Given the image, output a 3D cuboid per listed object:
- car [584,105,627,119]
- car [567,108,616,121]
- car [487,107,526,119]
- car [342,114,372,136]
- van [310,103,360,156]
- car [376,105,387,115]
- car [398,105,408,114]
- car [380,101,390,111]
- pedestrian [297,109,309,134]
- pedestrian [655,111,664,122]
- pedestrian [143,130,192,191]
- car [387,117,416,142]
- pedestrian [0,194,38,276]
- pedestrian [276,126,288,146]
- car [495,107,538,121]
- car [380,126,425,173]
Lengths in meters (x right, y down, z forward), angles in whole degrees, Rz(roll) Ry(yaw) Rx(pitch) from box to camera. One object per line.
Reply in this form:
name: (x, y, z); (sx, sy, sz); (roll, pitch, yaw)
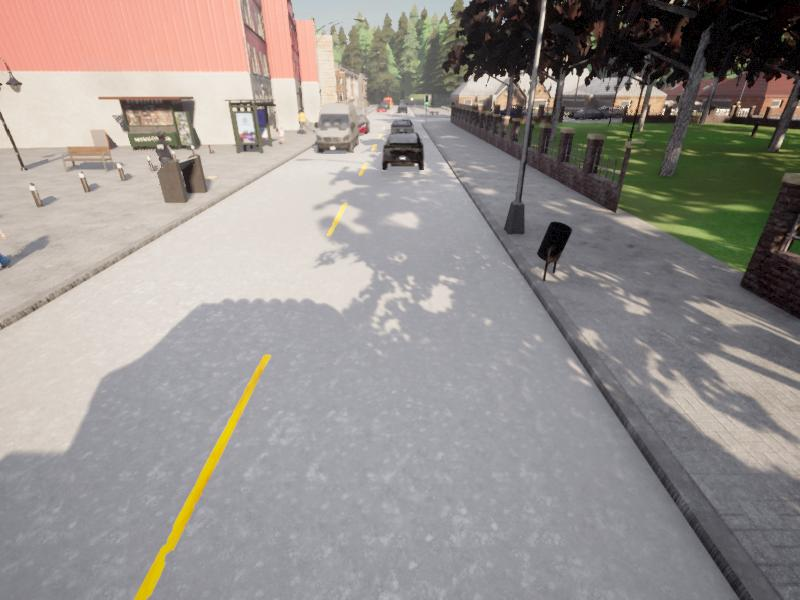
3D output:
car: (28.792, -26.349, 56.149); (4.611, 1.667, 2.242); (1, 27, 2)
car: (25.195, -24.452, 52.759); (5.357, 1.411, 2.033); (0, 27, -1)
car: (14.932, -26.327, 56.313); (4.892, 1.490, 1.837); (1, 27, 2)
car: (-3.691, -15.417, 35.072); (2.163, 1.488, 4.792); (0, 27, 0)
van: (-3.722, -10.458, 24.243); (1.988, 2.561, 5.915); (0, 27, 0)
car: (-3.501, -36.221, 76.136); (2.007, 1.525, 4.514); (0, 27, 0)
car: (0.497, -36.287, 76.211); (1.837, 1.490, 4.892); (0, 27, 0)
car: (-3.419, -44.267, 91.192); (2.150, 2.045, 5.566); (0, 27, 0)
pedestrian: (-8.032, -14.772, 33.121); (0.751, 1.860, 0.751); (-6, 28, -12)
pedestrian: (31.312, -22.154, 48.316); (0.500, 1.100, 0.500); (-6, 28, -12)
pedestrian: (-7.809, -4.705, 13.492); (0.751, 1.860, 0.751); (2, 27, 3)
car: (0.185, -13.236, 30.912); (2.033, 1.411, 5.357); (1, 27, 1)
pedestrian: (-7.482, -1.175, 7.224); (0.751, 1.300, 0.751); (-2, 27, -3)
pedestrian: (-7.540, -10.486, 25.597); (0.500, 1.100, 0.500); (-3, 27, -6)
car: (15.266, -24.519, 52.741); (5.008, 1.535, 1.882); (0, 27, -1)
car: (0.190, -7.354, 19.285); (1.882, 1.535, 5.008); (1, 27, 2)
